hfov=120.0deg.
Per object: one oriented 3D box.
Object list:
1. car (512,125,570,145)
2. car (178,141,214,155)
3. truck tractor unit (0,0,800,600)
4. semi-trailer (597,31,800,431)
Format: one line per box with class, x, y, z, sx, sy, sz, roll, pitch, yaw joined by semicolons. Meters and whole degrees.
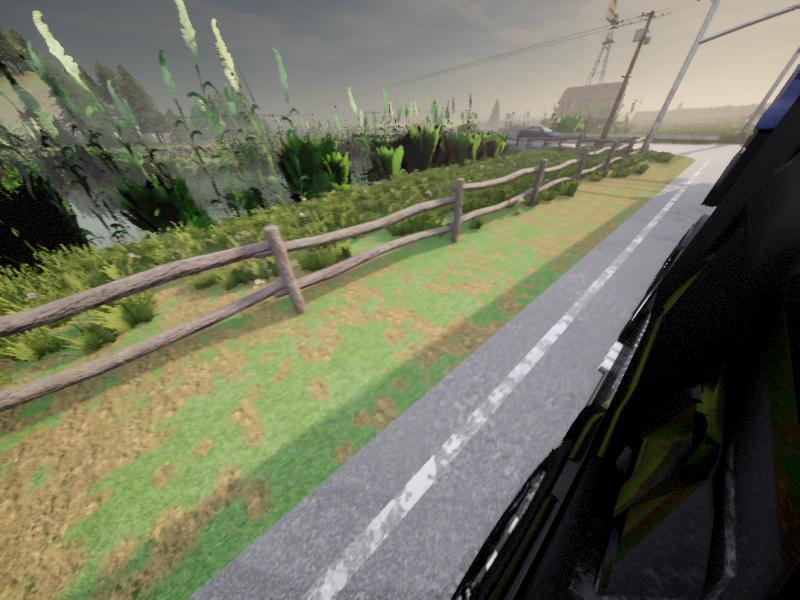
car;14.722;-17.450;24.381;1.812;1.442;4.674;-26;45;-28
car;-37.536;-28.014;42.513;4.553;1.767;2.097;-26;42;-28
truck tractor unit;2.645;-0.295;0.352;6.516;4.208;3.053;-28;44;-30
semi-trailer;8.742;-3.571;4.191;14.254;4.402;2.717;-28;43;-29
